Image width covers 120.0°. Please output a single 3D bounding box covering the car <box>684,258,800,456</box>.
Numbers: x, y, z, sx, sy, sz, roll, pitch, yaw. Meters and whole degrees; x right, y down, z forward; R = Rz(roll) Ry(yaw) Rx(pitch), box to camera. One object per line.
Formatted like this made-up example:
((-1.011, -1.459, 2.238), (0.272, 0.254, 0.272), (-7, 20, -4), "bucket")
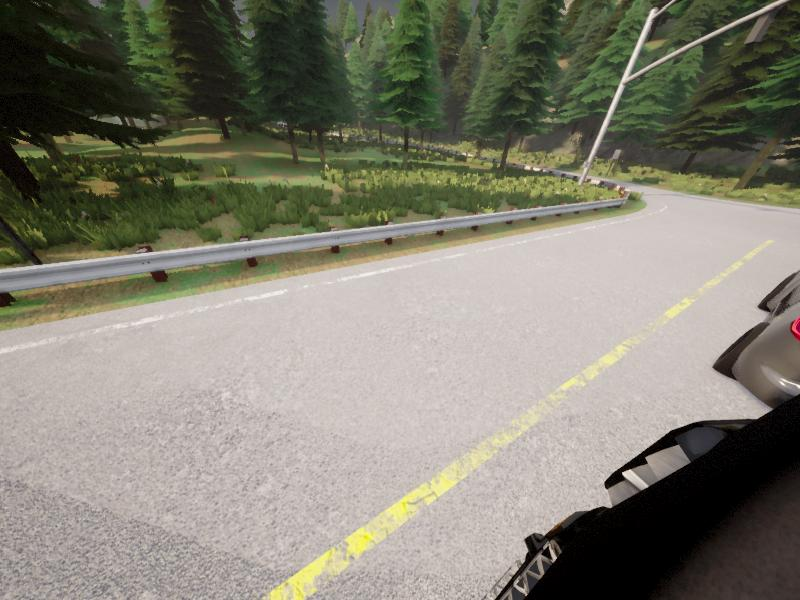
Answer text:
((5.831, 0.332, 2.379), (4.611, 1.667, 2.242), (-16, 38, -26), "car")
